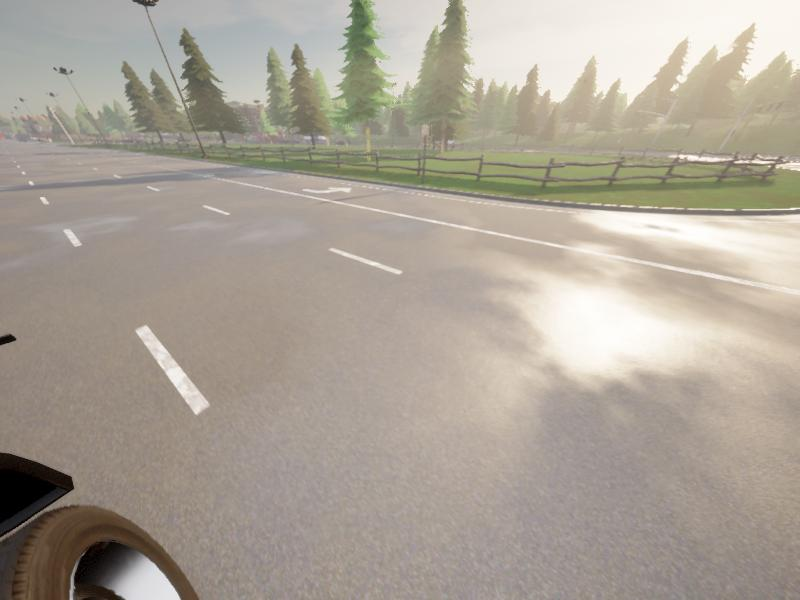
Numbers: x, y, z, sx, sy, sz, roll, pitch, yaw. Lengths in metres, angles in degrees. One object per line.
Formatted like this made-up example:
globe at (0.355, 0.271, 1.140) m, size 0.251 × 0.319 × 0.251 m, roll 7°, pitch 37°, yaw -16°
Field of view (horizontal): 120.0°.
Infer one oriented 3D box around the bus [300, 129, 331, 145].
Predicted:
bus at (-28.910, -55.810, 79.060) m, size 10.273 × 4.253 × 3.944 m, roll 22°, pitch 41°, yaw 28°

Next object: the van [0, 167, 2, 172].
van at (-31.342, -10.454, 16.720) m, size 4.442 × 1.987 × 1.775 m, roll 22°, pitch 41°, yaw 28°

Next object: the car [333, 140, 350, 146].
car at (-18.753, -50.527, 74.197) m, size 5.027 × 1.651 × 2.152 m, roll 22°, pitch 41°, yaw 28°
